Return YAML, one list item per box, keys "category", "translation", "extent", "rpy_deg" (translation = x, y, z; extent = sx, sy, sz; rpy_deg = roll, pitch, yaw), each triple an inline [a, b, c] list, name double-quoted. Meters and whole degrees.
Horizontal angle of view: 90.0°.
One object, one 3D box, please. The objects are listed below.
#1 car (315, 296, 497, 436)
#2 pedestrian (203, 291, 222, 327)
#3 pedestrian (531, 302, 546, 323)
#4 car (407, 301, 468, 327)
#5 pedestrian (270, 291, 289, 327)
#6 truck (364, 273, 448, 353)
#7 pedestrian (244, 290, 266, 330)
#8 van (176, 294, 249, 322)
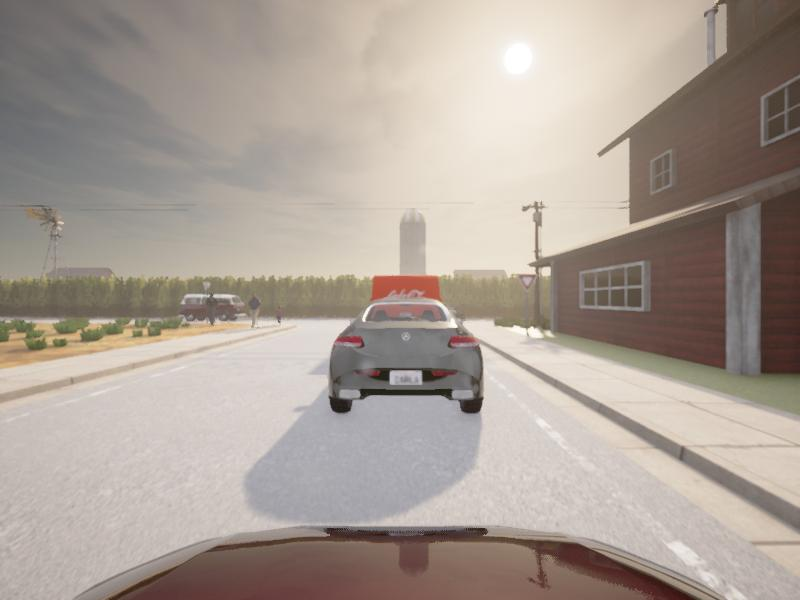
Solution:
- category: "car"
  translation: [0.109, 0.779, 7.240]
  extent: [2.152, 1.651, 5.027]
  rpy_deg: [0, 0, 1]
- category: "pedestrian"
  translation: [-9.869, 0.479, 21.042]
  extent: [0.751, 1.860, 0.751]
  rpy_deg: [0, 0, -13]
- category: "pedestrian"
  translation: [8.919, 0.785, 25.679]
  extent: [0.751, 1.300, 0.751]
  rpy_deg: [0, 0, 34]
- category: "car"
  translation: [2.587, 0.830, 26.482]
  extent: [2.038, 1.542, 4.974]
  rpy_deg: [0, 0, 32]
- category: "pedestrian"
  translation: [-6.466, 0.479, 21.443]
  extent: [0.751, 1.860, 0.751]
  rpy_deg: [0, 0, 4]
- category: "truck"
  translation: [0.225, 0.366, 15.036]
  extent: [2.627, 2.467, 5.204]
  rpy_deg: [0, 1, 1]
- category: "pedestrian"
  translation: [-6.895, 0.480, 19.004]
  extent: [0.751, 1.860, 0.751]
  rpy_deg: [0, 0, 4]
- category: "van"
  translation: [-13.896, 0.591, 29.776]
  extent: [4.480, 2.038, 2.069]
  rpy_deg: [0, 0, 2]
